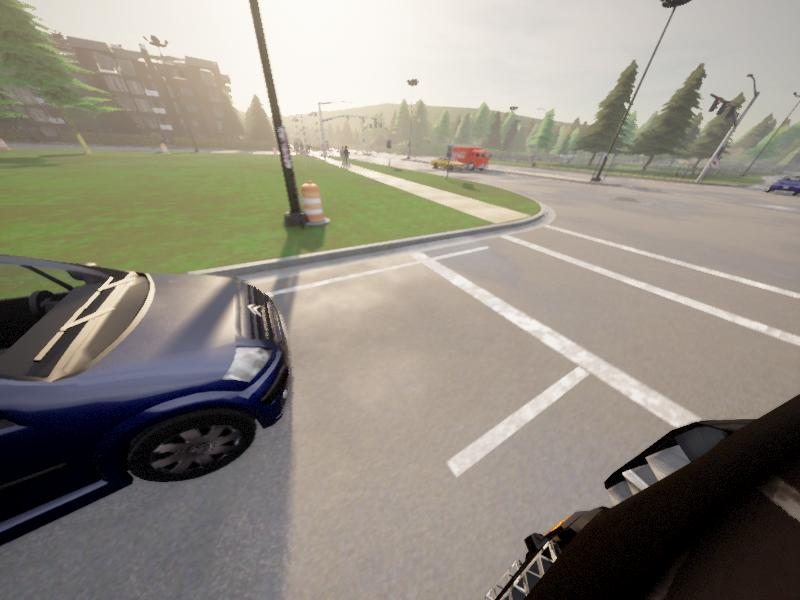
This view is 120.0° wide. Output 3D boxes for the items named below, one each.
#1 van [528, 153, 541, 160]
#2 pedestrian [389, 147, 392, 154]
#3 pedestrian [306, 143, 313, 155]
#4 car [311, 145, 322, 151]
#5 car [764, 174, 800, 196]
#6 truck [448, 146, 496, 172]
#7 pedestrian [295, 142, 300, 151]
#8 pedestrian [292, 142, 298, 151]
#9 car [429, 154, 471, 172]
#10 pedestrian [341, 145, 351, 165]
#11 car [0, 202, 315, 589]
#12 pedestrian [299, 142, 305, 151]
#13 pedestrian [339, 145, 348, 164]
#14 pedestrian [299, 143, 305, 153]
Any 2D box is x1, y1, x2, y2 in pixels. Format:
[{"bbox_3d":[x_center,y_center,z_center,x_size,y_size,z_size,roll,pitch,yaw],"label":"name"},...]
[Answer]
[{"bbox_3d":[51.087,-54.419,87.785,4.442,1.987,1.775,-16,38,-26],"label":"van"},{"bbox_3d":[-2.974,-47.526,73.508,0.751,1.860,0.751,-22,41,-33],"label":"pedestrian"},{"bbox_3d":[-17.148,-28.640,43.771,0.751,1.860,0.751,-15,38,-25],"label":"pedestrian"},{"bbox_3d":[-27.350,-49.780,75.652,1.895,1.301,4.718,-16,38,-26],"label":"car"},{"bbox_3d":[36.083,-10.681,21.330,4.193,1.474,1.816,-16,38,-26],"label":"car"},{"bbox_3d":[8.948,-18.010,29.463,2.627,2.467,5.204,-16,38,-26],"label":"truck"},{"bbox_3d":[-25.170,-37.474,56.475,0.751,1.860,0.751,-10,36,-19],"label":"pedestrian"},{"bbox_3d":[-25.794,-37.697,56.763,0.751,1.860,0.751,8,34,8],"label":"pedestrian"},{"bbox_3d":[5.902,-16.774,28.183,1.801,1.575,5.366,-16,38,-26],"label":"car"},{"bbox_3d":[-5.972,-16.029,25.616,0.751,1.860,0.751,-12,36,-21],"label":"pedestrian"},{"bbox_3d":[-2.921,0.574,1.406,3.988,1.617,1.851,-16,38,-26],"label":"car"},{"bbox_3d":[-25.280,-39.503,59.497,0.751,1.860,0.751,-21,40,-32],"label":"pedestrian"},{"bbox_3d":[-6.629,-17.023,27.063,0.751,1.860,0.751,-12,36,-21],"label":"pedestrian"},{"bbox_3d":[-22.013,-34.012,51.768,0.751,1.860,0.751,-15,37,-24],"label":"pedestrian"}]
